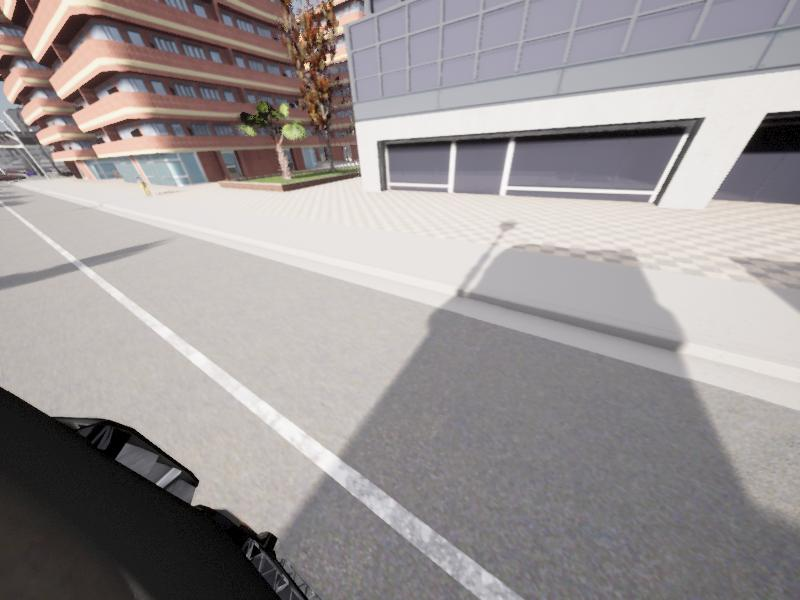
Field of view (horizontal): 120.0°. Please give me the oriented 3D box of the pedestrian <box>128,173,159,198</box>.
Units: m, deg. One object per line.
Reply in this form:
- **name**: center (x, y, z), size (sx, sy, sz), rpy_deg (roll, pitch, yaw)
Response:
- **pedestrian**: center (-16.483, -7.344, 14.840), size (0.751, 1.300, 0.751), rpy_deg (22, 41, 33)

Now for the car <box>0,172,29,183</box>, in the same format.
- **car**: center (-67.969, -20.893, 39.503), size (1.812, 1.442, 4.674), rpy_deg (20, 40, 30)
